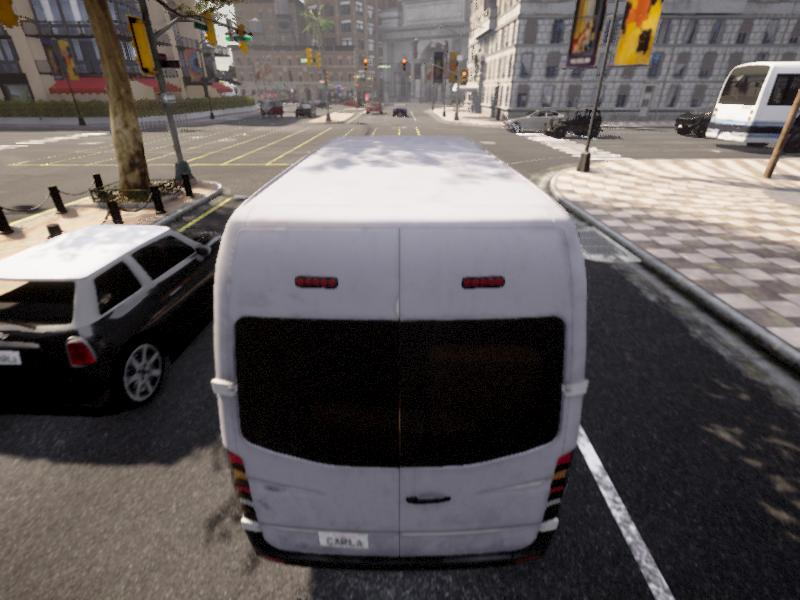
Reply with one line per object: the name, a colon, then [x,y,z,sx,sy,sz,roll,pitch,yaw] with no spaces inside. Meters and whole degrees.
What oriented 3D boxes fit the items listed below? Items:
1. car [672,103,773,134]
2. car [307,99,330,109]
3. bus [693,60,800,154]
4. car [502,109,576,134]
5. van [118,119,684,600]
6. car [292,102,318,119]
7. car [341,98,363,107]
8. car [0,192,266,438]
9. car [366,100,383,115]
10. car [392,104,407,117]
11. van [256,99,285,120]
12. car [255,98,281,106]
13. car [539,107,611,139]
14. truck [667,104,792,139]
car: [25.016,-14.211,31.264,5.566,2.045,2.150,0,28,0]
car: [-14.637,-35.458,72.395,2.033,1.411,5.357,7,28,12]
bus: [23.027,-10.414,21.660,10.273,4.253,3.944,0,28,1]
car: [10.799,-14.105,31.514,5.027,1.651,2.152,2,28,4]
van: [0.003,-0.498,4.621,1.988,2.561,5.915,0,28,0]
car: [-11.523,-23.271,48.942,1.930,1.638,5.238,0,28,0]
car: [-9.508,-38.998,79.005,3.988,1.617,1.851,21,34,34]
car: [-3.497,-0.224,5.242,1.970,1.475,3.806,1,28,2]
car: [-3.531,-26.972,56.009,2.152,1.651,5.027,0,28,0]
car: [-0.024,-24.711,52.056,1.895,1.301,4.718,0,28,0]
van: [-15.023,-22.317,46.755,1.775,1.987,4.442,0,28,0]
car: [-28.349,-42.663,86.009,4.892,1.490,1.837,0,28,0]
car: [12.101,-12.339,27.864,3.866,1.878,1.905,-2,28,-5]
truck: [22.922,-12.603,28.143,6.274,2.098,2.390,0,28,0]
